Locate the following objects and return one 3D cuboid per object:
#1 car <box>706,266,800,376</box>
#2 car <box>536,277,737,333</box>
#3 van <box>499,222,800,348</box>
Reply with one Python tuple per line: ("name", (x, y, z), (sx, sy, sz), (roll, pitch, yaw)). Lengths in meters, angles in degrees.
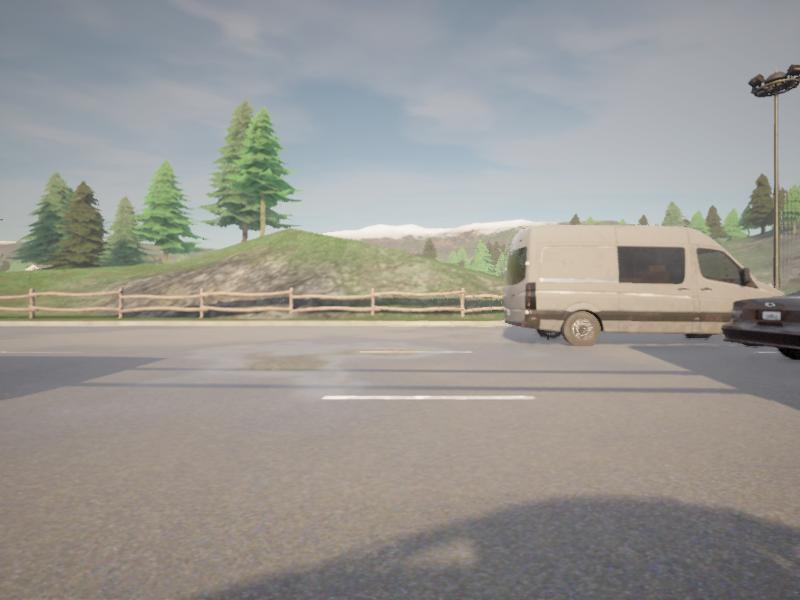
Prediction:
("car", (7.817, 0.273, 5.692), (5.357, 1.411, 2.033), (0, 0, 0))
("car", (7.266, 0.151, 12.696), (5.238, 1.638, 1.930), (0, 0, 0))
("van", (5.493, -0.299, 9.196), (5.915, 2.561, 1.988), (0, 0, 0))
